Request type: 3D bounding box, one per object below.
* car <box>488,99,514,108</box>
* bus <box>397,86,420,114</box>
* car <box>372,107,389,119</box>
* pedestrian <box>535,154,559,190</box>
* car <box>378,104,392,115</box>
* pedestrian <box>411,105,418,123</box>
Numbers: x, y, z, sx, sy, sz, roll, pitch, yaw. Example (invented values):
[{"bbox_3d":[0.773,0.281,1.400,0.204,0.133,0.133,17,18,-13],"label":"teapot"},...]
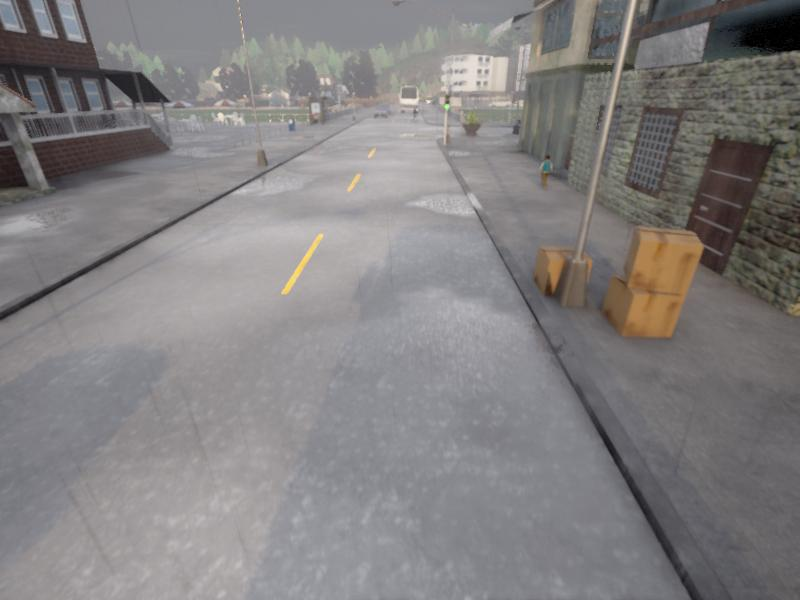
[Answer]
[{"bbox_3d":[24.316,-47.590,96.817,5.566,2.045,2.150,0,27,1],"label":"car"},{"bbox_3d":[1.554,-36.757,73.408,3.944,4.253,10.273,0,27,1],"label":"bus"},{"bbox_3d":[-2.713,-26.828,57.253,2.033,1.411,5.357,0,27,1],"label":"car"},{"bbox_3d":[4.963,-4.346,13.561,0.500,1.100,0.500,1,27,3],"label":"pedestrian"},{"bbox_3d":[-2.480,-32.110,67.457,2.007,1.525,4.514,0,27,1],"label":"car"},{"bbox_3d":[1.730,-21.884,47.064,0.751,1.860,0.751,-1,27,-2],"label":"pedestrian"}]
